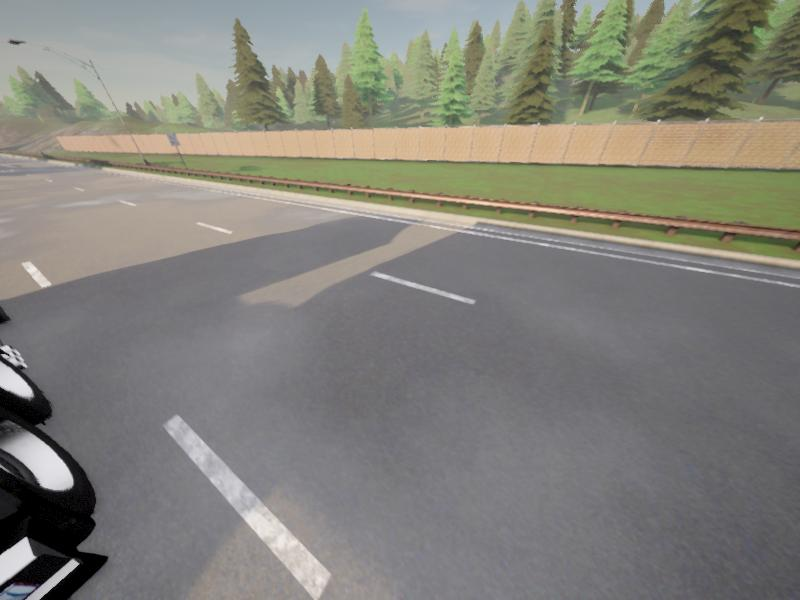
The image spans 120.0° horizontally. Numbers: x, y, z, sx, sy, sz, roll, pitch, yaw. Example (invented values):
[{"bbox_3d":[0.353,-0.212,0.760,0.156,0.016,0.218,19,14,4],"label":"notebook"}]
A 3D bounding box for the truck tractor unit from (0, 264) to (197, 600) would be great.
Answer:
[{"bbox_3d":[-5.112,-0.300,0.783,6.516,4.208,3.053,18,39,24],"label":"truck tractor unit"}]
